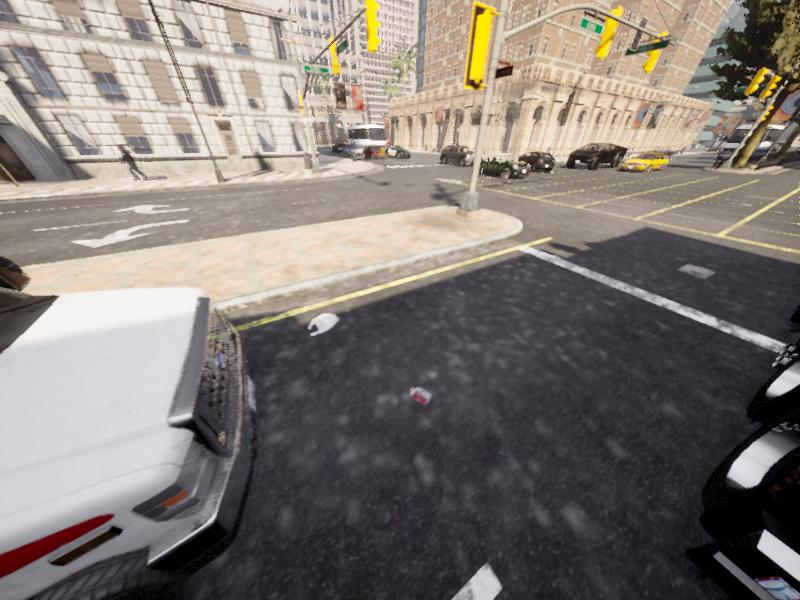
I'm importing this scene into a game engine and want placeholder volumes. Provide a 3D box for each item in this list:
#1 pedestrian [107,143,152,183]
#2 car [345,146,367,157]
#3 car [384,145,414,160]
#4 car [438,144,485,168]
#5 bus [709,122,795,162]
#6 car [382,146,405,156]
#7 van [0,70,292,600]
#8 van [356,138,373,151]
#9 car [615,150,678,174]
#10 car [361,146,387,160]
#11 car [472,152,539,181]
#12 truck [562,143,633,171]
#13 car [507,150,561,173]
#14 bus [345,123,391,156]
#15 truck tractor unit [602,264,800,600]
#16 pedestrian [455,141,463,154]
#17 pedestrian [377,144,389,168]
[{"bbox_3d":[-15.213,-7.730,13.046,0.751,1.860,0.751,-16,38,-22],"label":"pedestrian"},{"bbox_3d":[-7.211,-24.140,37.491,1.895,1.301,4.718,-18,39,-25],"label":"car"},{"bbox_3d":[-0.194,-21.313,33.281,2.038,1.542,4.974,-18,39,-25],"label":"car"},{"bbox_3d":[6.223,-15.177,24.212,1.932,1.855,4.605,-18,39,-25],"label":"car"},{"bbox_3d":[50.695,-22.700,33.305,10.273,4.253,3.944,-18,39,-24],"label":"bus"},{"bbox_3d":[-1.139,-26.119,40.383,1.895,1.301,4.718,-18,39,-24],"label":"car"},{"bbox_3d":[-4.002,1.115,0.240,6.366,2.431,2.351,-18,39,-24],"label":"van"},{"bbox_3d":[-8.735,-38.216,56.615,1.988,2.561,5.915,-18,39,-24],"label":"van"},{"bbox_3d":[21.726,-12.221,20.350,5.366,1.575,1.801,-18,39,-24],"label":"car"},{"bbox_3d":[-3.753,-20.812,32.608,1.812,1.442,4.674,-18,39,-25],"label":"car"},{"bbox_3d":[7.498,-9.812,16.866,1.970,1.475,3.806,-18,39,-25],"label":"car"},{"bbox_3d":[18.964,-13.842,22.204,6.274,2.098,2.390,-18,39,-24],"label":"truck"},{"bbox_3d":[11.774,-12.460,20.707,1.816,1.474,4.193,-6,35,-10],"label":"car"},{"bbox_3d":[-5.760,-28.050,40.535,3.944,4.253,10.273,-18,39,-24],"label":"bus"},{"bbox_3d":[5.108,-0.304,0.777,6.516,4.208,3.053,-18,39,-24],"label":"truck tractor unit"},{"bbox_3d":[10.757,-27.921,42.265,0.751,1.860,0.751,-18,39,-25],"label":"pedestrian"},{"bbox_3d":[-1.581,-13.658,21.940,0.751,1.860,0.751,-21,40,-28],"label":"pedestrian"}]
